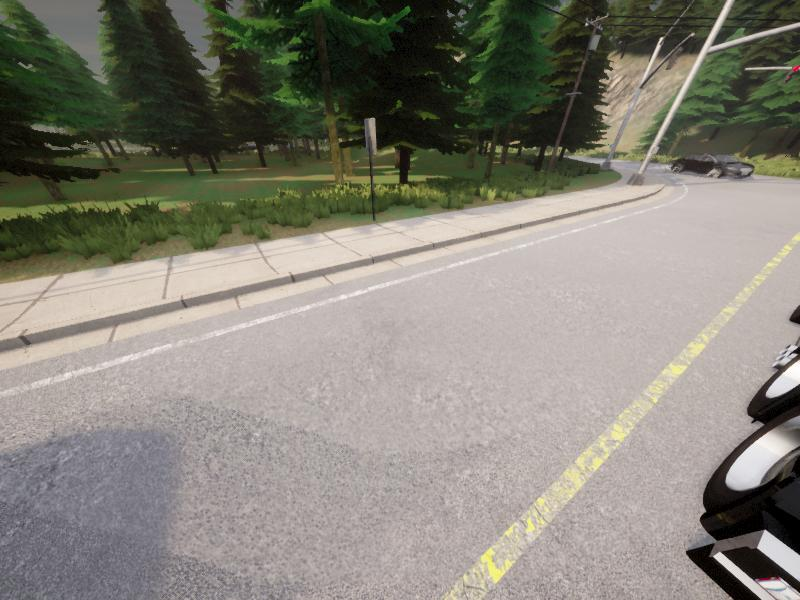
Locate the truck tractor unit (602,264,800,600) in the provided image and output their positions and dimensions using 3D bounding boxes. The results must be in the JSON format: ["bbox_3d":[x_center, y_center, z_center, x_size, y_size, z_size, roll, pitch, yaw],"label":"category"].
[{"bbox_3d":[5.109,-0.302,0.782,6.516,4.208,3.053,-18,39,-24],"label":"truck tractor unit"}]

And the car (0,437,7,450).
[{"bbox_3d":[-4.924,1.815,0.160,4.181,1.385,1.994,-18,39,-24],"label":"car"}]

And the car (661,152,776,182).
[{"bbox_3d":[23.486,-10.174,17.462,2.128,1.511,4.902,2,35,3],"label":"car"}]
